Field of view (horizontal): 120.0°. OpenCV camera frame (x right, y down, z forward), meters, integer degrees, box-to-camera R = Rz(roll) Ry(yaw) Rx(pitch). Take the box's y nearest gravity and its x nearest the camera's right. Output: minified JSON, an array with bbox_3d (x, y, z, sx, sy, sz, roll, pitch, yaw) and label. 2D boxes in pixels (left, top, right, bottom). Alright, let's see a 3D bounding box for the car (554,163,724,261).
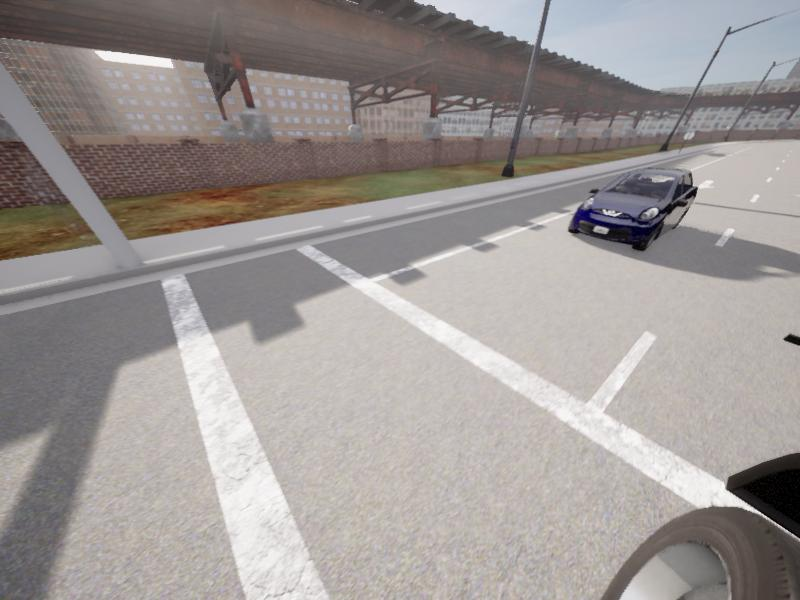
[{"bbox_3d":[6.155,-2.512,6.025,3.633,1.501,1.845,-23,41,-28],"label":"car"}]
